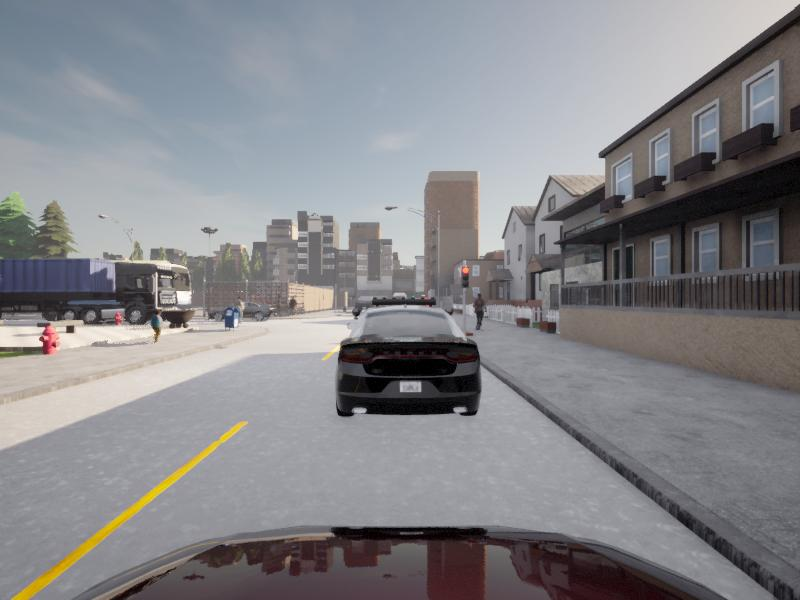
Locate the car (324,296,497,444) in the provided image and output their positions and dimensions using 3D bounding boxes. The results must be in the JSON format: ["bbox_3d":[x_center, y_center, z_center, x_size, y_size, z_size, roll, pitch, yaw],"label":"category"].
[{"bbox_3d":[0.062,0.771,7.066,1.930,1.638,5.238,0,0,-1],"label":"car"}]

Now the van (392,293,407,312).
[{"bbox_3d":[-0.076,0.322,57.481,1.988,2.561,5.915,0,0,-1],"label":"van"}]

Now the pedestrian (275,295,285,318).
[{"bbox_3d":[-10.105,0.534,33.650,0.751,1.860,0.751,0,0,-23],"label":"pedestrian"}]

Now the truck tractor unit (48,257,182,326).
[{"bbox_3d":[-18.280,-0.515,26.011,6.516,4.208,3.053,0,0,-1],"label":"truck tractor unit"}]

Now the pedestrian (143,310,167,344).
[{"bbox_3d":[-8.259,0.905,13.492,0.500,1.100,0.500,0,0,14],"label":"pedestrian"}]

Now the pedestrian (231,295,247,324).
[{"bbox_3d":[-10.599,0.637,26.356,0.751,1.860,0.751,0,0,39],"label":"pedestrian"}]

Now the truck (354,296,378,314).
[{"bbox_3d":[-4.111,0.542,49.206,2.390,2.098,6.274,0,0,0],"label":"truck"}]

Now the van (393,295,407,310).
[{"bbox_3d":[-0.072,0.378,67.077,2.351,2.431,6.366,0,0,-1],"label":"van"}]

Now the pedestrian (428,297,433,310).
[{"bbox_3d":[4.519,0.533,59.004,0.751,1.860,0.751,0,0,8],"label":"pedestrian"}]

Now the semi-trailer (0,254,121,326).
[{"bbox_3d":[-26.191,-0.618,25.916,14.254,4.402,2.717,0,0,-1],"label":"semi-trailer"}]

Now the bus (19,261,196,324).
[{"bbox_3d":[-21.378,-0.530,29.804,10.273,4.253,3.944,0,0,1],"label":"bus"}]

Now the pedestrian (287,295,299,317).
[{"bbox_3d":[-9.385,0.534,35.244,0.751,1.860,0.751,0,0,13],"label":"pedestrian"}]

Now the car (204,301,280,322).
[{"bbox_3d":[-11.787,0.836,30.087,4.902,1.511,2.128,0,0,-4],"label":"car"}]

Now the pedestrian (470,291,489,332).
[{"bbox_3d":[3.754,0.531,18.883,0.751,1.860,0.751,0,0,0],"label":"pedestrian"}]
